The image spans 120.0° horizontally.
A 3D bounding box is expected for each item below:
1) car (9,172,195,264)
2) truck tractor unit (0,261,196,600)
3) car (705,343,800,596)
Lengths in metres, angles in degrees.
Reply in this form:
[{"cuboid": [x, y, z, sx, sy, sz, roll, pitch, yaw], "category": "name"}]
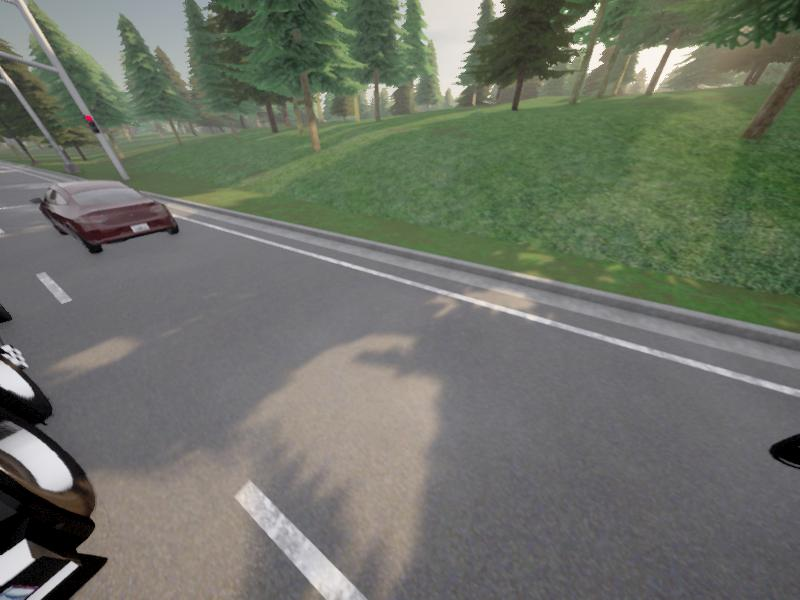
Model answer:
[{"cuboid": [-8.247, -2.524, 6.425, 4.674, 1.442, 1.812, 18, 39, 24], "category": "car"}, {"cuboid": [-5.106, -0.306, 0.785, 6.516, 4.208, 3.053, 19, 39, 24], "category": "truck tractor unit"}, {"cuboid": [4.866, 1.680, 0.105, 5.238, 1.638, 1.930, 18, 39, 24], "category": "car"}]
